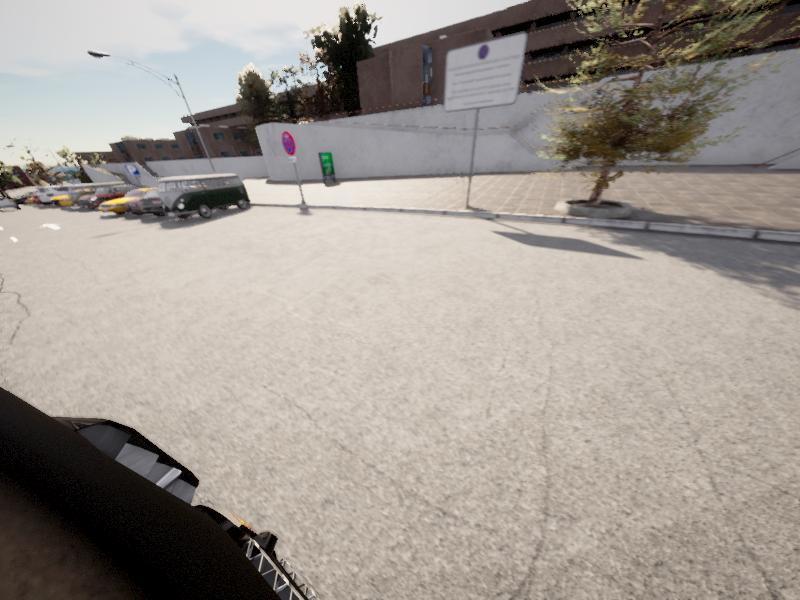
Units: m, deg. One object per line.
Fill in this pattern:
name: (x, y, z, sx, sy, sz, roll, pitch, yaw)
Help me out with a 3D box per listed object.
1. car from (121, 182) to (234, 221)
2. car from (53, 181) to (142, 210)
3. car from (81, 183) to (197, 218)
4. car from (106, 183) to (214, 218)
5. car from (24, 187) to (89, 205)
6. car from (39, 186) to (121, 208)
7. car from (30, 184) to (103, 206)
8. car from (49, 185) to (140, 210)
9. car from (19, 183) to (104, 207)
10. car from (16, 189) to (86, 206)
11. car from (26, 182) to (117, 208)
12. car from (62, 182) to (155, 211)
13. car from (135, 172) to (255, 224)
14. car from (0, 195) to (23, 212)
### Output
car: (-13.299, -6.247, 14.367, 2.002, 1.452, 4.674, 2, 31, 10)
car: (-28.779, -10.170, 22.286, 1.878, 1.987, 4.442, 2, 31, 10)
car: (-18.477, -7.441, 16.907, 1.946, 1.575, 5.366, 2, 31, 10)
car: (-15.867, -6.875, 15.728, 2.002, 1.452, 4.674, 2, 31, 10)
car: (-49.341, -15.076, 33.378, 2.185, 1.767, 4.553, 2, 31, 11)
car: (-36.472, -11.912, 26.580, 2.097, 1.535, 5.008, 2, 31, 10)
car: (-41.656, -13.276, 29.090, 1.878, 1.987, 4.442, 2, 31, 10)
car: (-31.298, -10.760, 24.013, 1.946, 1.575, 5.366, 2, 31, 10)
car: (-44.212, -13.951, 30.517, 2.435, 2.045, 5.566, 2, 31, 10)
car: (-51.935, -15.454, 34.632, 1.946, 1.575, 5.366, 2, 31, 11)
car: (-39.065, -12.759, 27.833, 2.435, 2.045, 5.566, 2, 31, 11)
car: (-26.174, -9.534, 21.102, 2.185, 1.767, 4.553, 2, 31, 10)
car: (-10.752, -5.790, 12.774, 1.878, 1.987, 4.442, 2, 31, 10)
car: (-45.844, -11.102, 26.551, 3.633, 1.501, 1.845, 13, 36, 27)
